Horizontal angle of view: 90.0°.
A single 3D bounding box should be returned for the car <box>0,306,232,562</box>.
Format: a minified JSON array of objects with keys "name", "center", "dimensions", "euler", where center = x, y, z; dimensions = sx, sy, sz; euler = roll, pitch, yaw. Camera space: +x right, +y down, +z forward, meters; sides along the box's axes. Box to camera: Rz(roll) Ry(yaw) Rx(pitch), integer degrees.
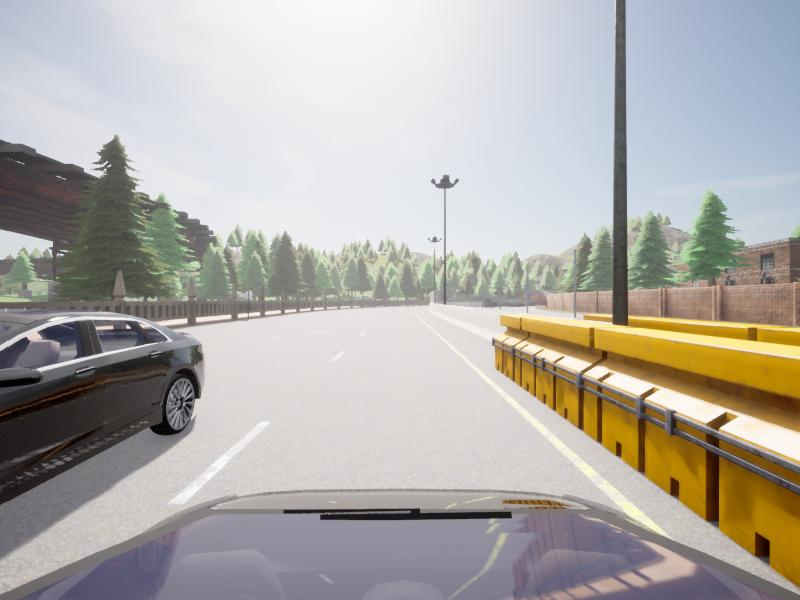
[{"name":"car","center":[-3.500,0.837,3.363],"dimensions":[2.128,1.511,4.902],"euler":[0,0,0]}]
